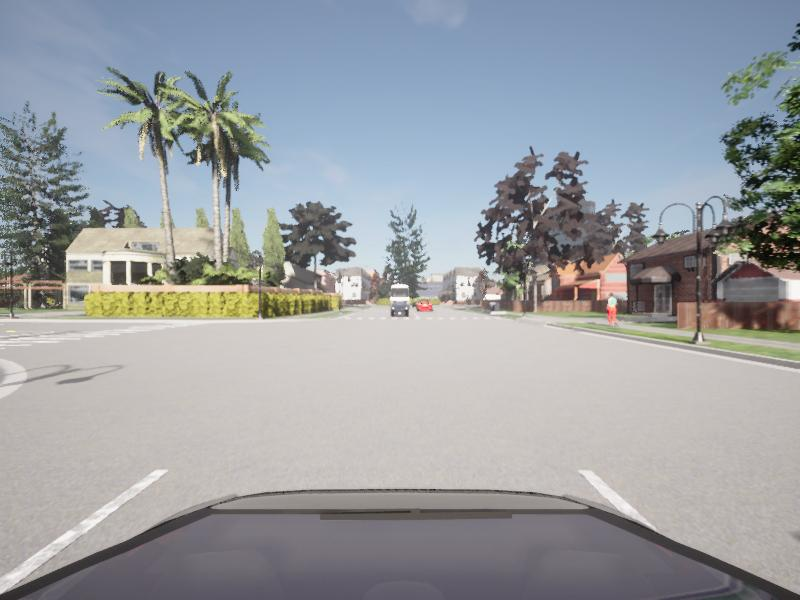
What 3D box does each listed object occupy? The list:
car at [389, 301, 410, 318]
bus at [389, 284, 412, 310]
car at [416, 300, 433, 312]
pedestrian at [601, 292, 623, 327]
[{"bbox_3d":[-0.020,0.837,37.464,1.845,1.501,3.633,0,0,0],"label":"car"},{"bbox_3d":[0.095,-0.513,72.060,3.944,4.253,10.273,0,0,0],"label":"bus"},{"bbox_3d":[3.469,0.775,57.575,2.242,1.667,4.611,0,0,0],"label":"car"},{"bbox_3d":[11.491,0.498,21.696,0.751,1.860,0.751,0,0,-3],"label":"pedestrian"}]
